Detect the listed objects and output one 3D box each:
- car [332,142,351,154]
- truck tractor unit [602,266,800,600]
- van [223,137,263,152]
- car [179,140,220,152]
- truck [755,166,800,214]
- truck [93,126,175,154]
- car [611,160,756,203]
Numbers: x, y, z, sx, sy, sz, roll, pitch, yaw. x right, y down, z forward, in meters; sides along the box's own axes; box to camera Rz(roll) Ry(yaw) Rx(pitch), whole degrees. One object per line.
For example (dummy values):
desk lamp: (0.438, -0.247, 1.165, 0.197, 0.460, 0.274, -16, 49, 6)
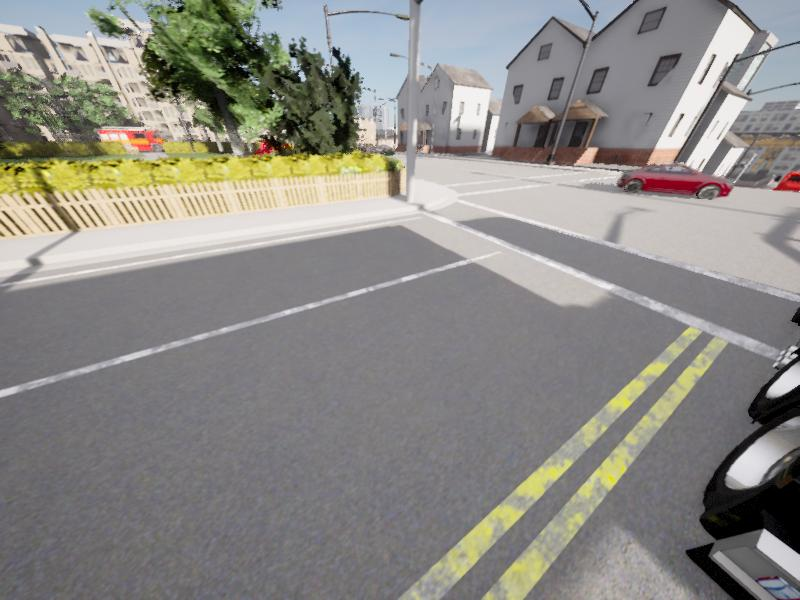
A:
car: (-10.721, -27.769, 42.168, 1.932, 1.855, 4.605, -17, 38, -24)
truck tractor unit: (5.112, -0.300, 0.780, 6.516, 4.208, 3.053, -18, 39, -24)
van: (-32.881, -32.763, 48.678, 6.366, 2.431, 2.351, -17, 39, -23)
car: (-39.498, -30.553, 45.785, 5.566, 2.045, 2.150, -17, 39, -23)
truck: (31.843, -8.716, 18.574, 5.204, 2.467, 2.627, -6, 32, -32)
truck: (-47.411, -28.873, 41.751, 8.468, 3.827, 2.891, -17, 38, -23)
car: (13.655, -6.075, 11.638, 4.181, 1.385, 1.994, 22, 41, 28)
